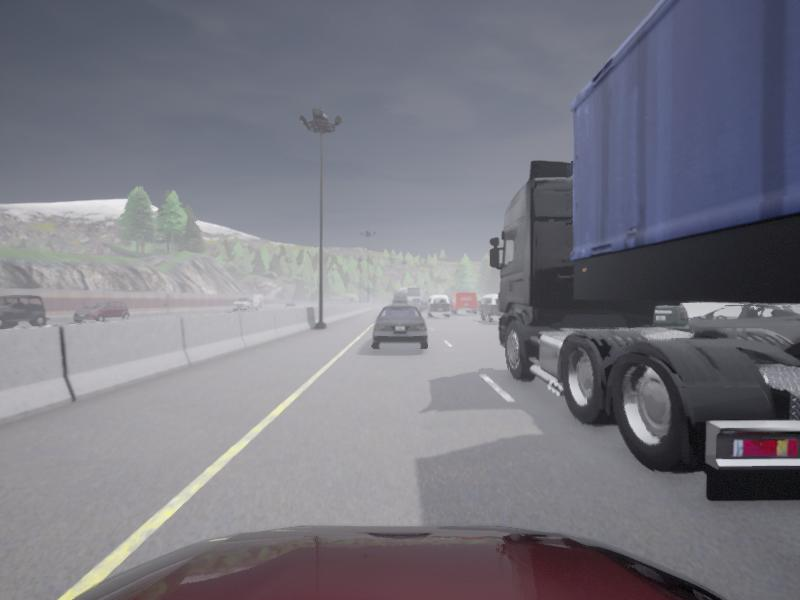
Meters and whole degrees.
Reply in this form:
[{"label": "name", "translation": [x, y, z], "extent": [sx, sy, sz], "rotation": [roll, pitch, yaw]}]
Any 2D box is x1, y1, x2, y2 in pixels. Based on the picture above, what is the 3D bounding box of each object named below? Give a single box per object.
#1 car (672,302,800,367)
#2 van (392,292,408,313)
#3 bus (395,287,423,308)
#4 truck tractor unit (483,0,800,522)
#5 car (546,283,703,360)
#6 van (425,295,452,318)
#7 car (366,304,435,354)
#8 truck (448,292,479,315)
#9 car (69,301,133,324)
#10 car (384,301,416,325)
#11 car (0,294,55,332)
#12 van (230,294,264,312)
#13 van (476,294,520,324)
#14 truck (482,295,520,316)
[{"label": "car", "translation": [10.502, 0.831, 11.726], "extent": [2.007, 1.525, 4.514], "rotation": [0, 0, 0]}, {"label": "van", "translation": [0.018, 0.331, 52.675], "extent": [1.988, 2.561, 5.915], "rotation": [0, 0, 0]}, {"label": "bus", "translation": [1.710, -0.525, 84.063], "extent": [3.944, 4.253, 10.273], "rotation": [0, 0, -10]}, {"label": "truck tractor unit", "translation": [3.493, -0.526, 6.120], "extent": [3.053, 4.208, 6.516], "rotation": [0, 0, 0]}, {"label": "car", "translation": [7.008, 0.572, 13.461], "extent": [2.150, 2.045, 5.566], "rotation": [0, 0, 0]}, {"label": "van", "translation": [3.508, 0.577, 36.975], "extent": [2.069, 2.038, 4.480], "rotation": [0, 0, 0]}, {"label": "car", "translation": [0.005, 0.897, 14.446], "extent": [2.033, 1.411, 5.357], "rotation": [0, 0, 0]}, {"label": "truck", "translation": [7.010, 0.363, 44.787], "extent": [2.627, 2.467, 5.204], "rotation": [0, 0, 0]}, {"label": "car", "translation": [-20.994, 0.819, 28.273], "extent": [1.789, 1.549, 3.705], "rotation": [0, 0, 0]}, {"label": "car", "translation": [0.006, 0.828, 27.902], "extent": [2.038, 1.542, 4.974], "rotation": [0, 0, 0]}, {"label": "car", "translation": [-20.996, 0.649, 21.338], "extent": [1.905, 1.878, 3.866], "rotation": [0, 0, 0]}, {"label": "van", "translation": [-20.998, 0.386, 55.325], "extent": [2.351, 2.431, 6.366], "rotation": [0, 0, 0]}, {"label": "van", "translation": [7.007, 0.578, 28.987], "extent": [2.069, 2.038, 4.480], "rotation": [0, 0, 0]}, {"label": "truck", "translation": [10.510, 0.549, 42.178], "extent": [2.390, 2.098, 6.274], "rotation": [0, 0, 0]}]
